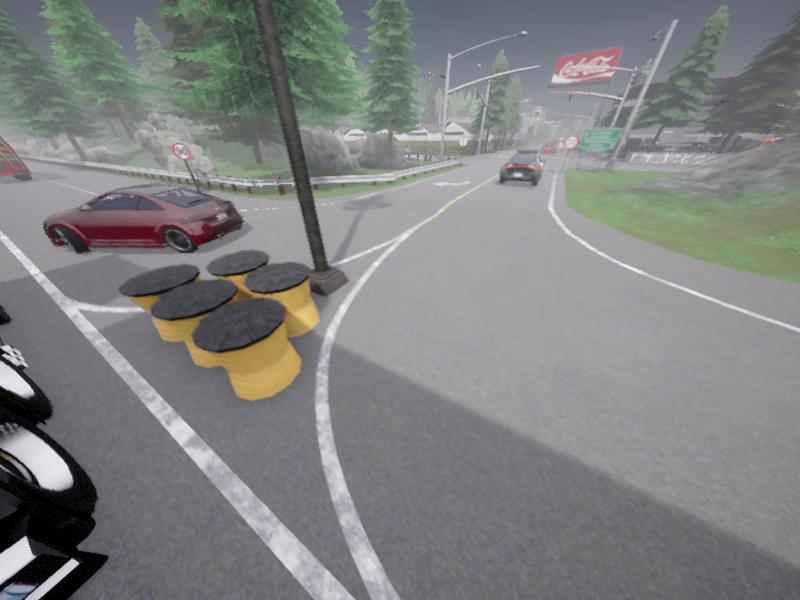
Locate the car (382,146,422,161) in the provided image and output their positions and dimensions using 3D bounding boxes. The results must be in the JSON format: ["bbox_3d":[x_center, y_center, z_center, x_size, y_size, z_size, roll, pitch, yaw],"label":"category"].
[{"bbox_3d":[0.239,-19.642,30.956,4.792,1.488,2.163,18,39,25],"label":"car"}]

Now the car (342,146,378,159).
[{"bbox_3d":[-5.803,-21.648,33.854,5.008,1.535,1.882,18,39,25],"label":"car"}]

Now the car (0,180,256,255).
[{"bbox_3d":[-6.679,-2.255,6.129,4.181,1.385,1.994,1,35,1],"label":"car"}]

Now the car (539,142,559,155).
[{"bbox_3d":[25.083,-25.608,38.918,2.242,1.667,4.611,19,39,23],"label":"car"}]

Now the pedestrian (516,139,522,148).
[{"bbox_3d":[30.549,-40.308,59.384,0.751,1.860,0.751,11,37,16],"label":"pedestrian"}]

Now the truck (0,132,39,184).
[{"bbox_3d":[-30.681,-10.762,16.462,8.468,3.827,2.891,18,39,25],"label":"truck"}]

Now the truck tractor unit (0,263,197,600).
[{"bbox_3d":[-5.115,-0.295,0.784,6.516,4.208,3.053,18,39,24],"label":"truck tractor unit"}]

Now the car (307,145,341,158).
[{"bbox_3d":[-12.111,-23.740,36.891,5.366,1.575,1.801,18,39,25],"label":"car"}]

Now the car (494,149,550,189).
[{"bbox_3d":[7.204,-7.746,13.393,2.038,1.542,4.974,18,39,24],"label":"car"}]
